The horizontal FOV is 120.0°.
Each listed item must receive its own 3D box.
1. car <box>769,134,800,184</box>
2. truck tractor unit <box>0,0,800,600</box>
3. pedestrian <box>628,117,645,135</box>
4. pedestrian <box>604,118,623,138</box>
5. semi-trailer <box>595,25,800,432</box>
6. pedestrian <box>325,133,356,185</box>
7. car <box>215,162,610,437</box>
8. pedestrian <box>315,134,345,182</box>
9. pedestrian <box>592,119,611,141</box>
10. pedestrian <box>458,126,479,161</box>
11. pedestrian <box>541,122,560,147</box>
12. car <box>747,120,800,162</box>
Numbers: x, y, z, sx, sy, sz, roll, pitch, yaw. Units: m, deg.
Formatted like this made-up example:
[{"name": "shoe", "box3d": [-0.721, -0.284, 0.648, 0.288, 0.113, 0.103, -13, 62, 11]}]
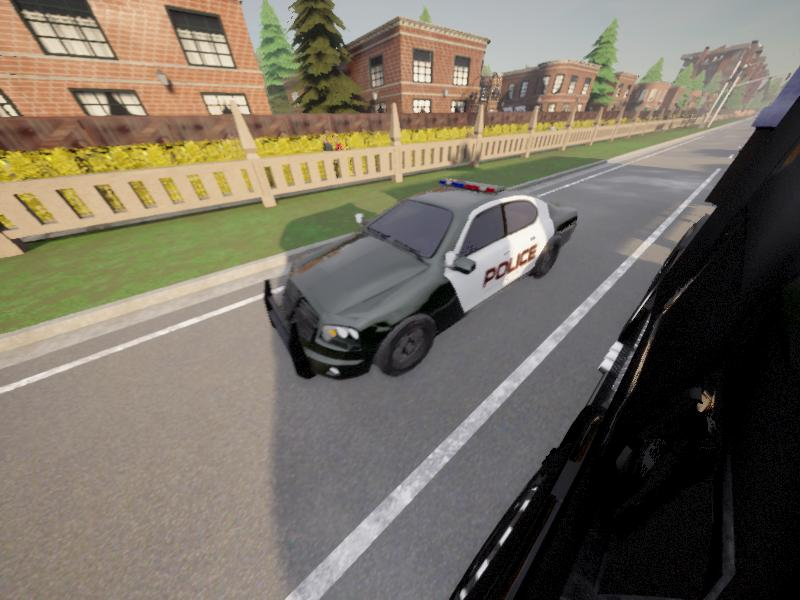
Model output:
[{"name": "car", "box3d": [16.457, -5.483, 8.838, 4.181, 1.385, 1.994, -26, 40, -28]}, {"name": "truck tractor unit", "box3d": [2.645, -0.295, 0.351, 6.516, 4.208, 3.053, -28, 44, -30]}, {"name": "pedestrian", "box3d": [31.943, -23.514, 31.223, 0.751, 1.860, 0.751, -27, 43, -28]}, {"name": "pedestrian", "box3d": [25.475, -20.483, 27.570, 0.751, 1.860, 0.751, -20, 40, -22]}, {"name": "semi-trailer", "box3d": [8.857, -3.488, 4.070, 14.254, 4.402, 2.717, -26, 43, -28]}, {"name": "pedestrian", "box3d": [-2.611, -6.214, 10.226, 0.751, 1.860, 0.751, -26, 43, -28]}, {"name": "car", "box3d": [0.655, -0.839, 3.443, 4.974, 1.542, 2.038, -27, 43, -29]}, {"name": "pedestrian", "box3d": [-3.306, -6.734, 10.961, 0.751, 1.860, 0.751, -26, 43, -28]}, {"name": "pedestrian", "box3d": [21.996, -18.539, 25.188, 0.751, 1.860, 0.751, -27, 43, -29]}, {"name": "pedestrian", "box3d": [4.540, -10.415, 15.397, 0.751, 1.860, 0.751, -27, 43, -29]}, {"name": "pedestrian", "box3d": [13.992, -15.386, 21.460, 0.751, 1.860, 0.751, -28, 44, -29]}, {"name": "car", "box3d": [22.168, -9.059, 13.028, 5.027, 1.651, 2.152, -27, 43, -29]}]
